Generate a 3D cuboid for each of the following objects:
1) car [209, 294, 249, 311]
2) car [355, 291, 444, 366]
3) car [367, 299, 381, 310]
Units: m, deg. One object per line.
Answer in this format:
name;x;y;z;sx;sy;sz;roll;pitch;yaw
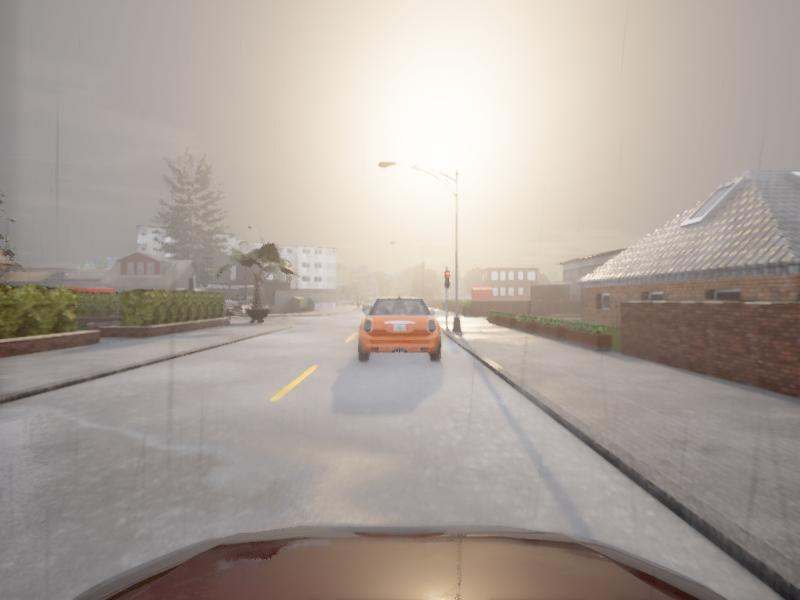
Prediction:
car;-19.815;0.241;46.570;1.905;1.878;3.866;0;0;35
car;-0.009;0.672;11.753;2.097;1.767;4.553;0;0;0
car;-4.079;0.653;62.945;1.930;1.638;5.238;0;0;0
